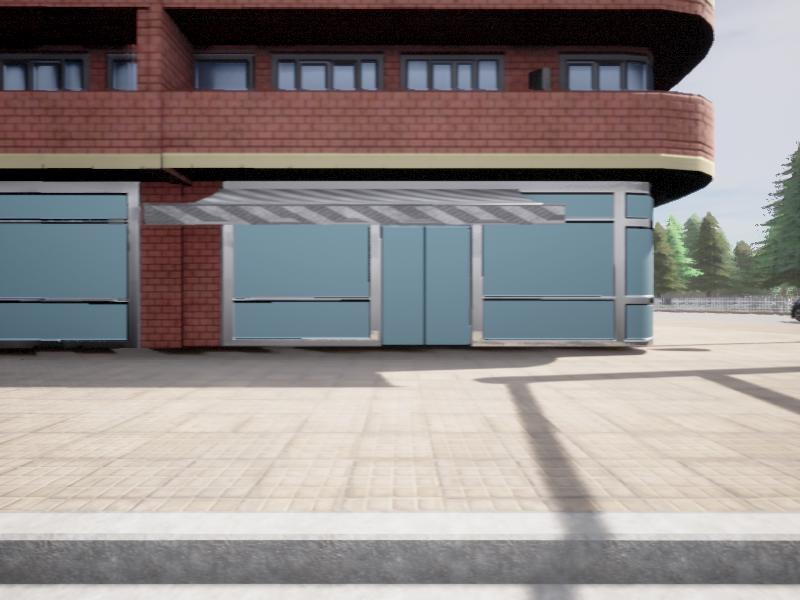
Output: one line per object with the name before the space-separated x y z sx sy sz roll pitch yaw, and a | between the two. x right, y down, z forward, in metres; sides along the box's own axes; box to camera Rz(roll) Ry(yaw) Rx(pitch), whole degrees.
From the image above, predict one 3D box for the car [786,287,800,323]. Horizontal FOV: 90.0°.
car | 17.652 0.204 15.192 1.970 1.475 3.806 0 0 -21
